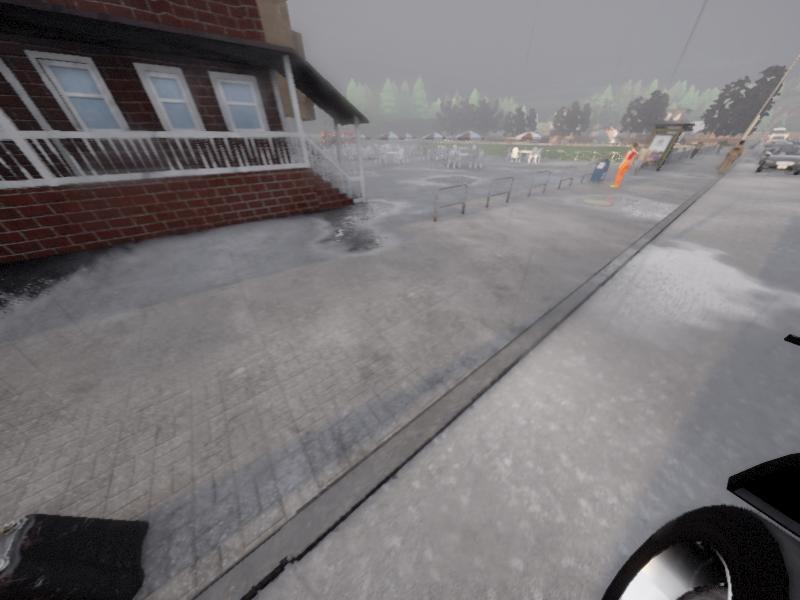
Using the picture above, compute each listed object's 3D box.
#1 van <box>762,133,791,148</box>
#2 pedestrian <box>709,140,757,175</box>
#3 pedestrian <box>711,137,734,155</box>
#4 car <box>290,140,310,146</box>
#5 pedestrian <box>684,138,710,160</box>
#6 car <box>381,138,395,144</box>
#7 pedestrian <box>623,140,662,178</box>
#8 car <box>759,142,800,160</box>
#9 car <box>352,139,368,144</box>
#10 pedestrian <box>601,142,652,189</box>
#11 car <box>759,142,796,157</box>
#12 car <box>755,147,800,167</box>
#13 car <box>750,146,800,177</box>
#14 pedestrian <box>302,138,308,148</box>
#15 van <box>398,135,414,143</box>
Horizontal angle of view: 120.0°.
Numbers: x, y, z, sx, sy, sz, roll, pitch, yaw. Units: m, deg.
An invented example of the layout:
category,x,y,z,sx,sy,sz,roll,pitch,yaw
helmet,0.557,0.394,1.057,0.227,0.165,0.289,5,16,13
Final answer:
category,x,y,z,sx,sy,sz,roll,pitch,yaw
van,81.772,-34.730,50.219,6.366,2.431,2.351,-24,42,-30
pedestrian,21.117,-9.063,14.695,0.751,1.860,0.751,-12,37,-16
pedestrian,40.378,-19.278,28.970,0.751,1.860,0.751,-16,38,-21
car,-30.035,-47.332,69.503,4.792,1.488,2.163,-24,42,-30
pedestrian,30.091,-15.290,23.415,0.751,1.860,0.751,-24,42,-30
car,-4.415,-58.863,85.495,4.974,1.542,2.038,-24,42,-30
pedestrian,14.526,-8.465,13.893,0.751,1.860,0.751,-23,41,-28
car,42.900,-16.934,26.192,4.892,1.490,1.837,-24,42,-30
car,-13.882,-54.619,79.574,4.974,1.542,2.038,-24,42,-30
pedestrian,10.666,-6.373,10.969,0.751,1.860,0.751,-6,36,-7
car,49.702,-19.951,30.485,5.357,1.411,2.033,-24,42,-30
car,34.224,-12.969,20.826,4.718,1.301,1.895,-24,42,-30
car,27.186,-9.876,16.326,4.902,1.511,2.128,-24,42,-30
pedestrian,-21.840,-35.995,52.962,0.751,1.860,0.751,-5,36,-6
van,2.352,-62.241,89.483,6.366,2.431,2.351,-24,42,-30
